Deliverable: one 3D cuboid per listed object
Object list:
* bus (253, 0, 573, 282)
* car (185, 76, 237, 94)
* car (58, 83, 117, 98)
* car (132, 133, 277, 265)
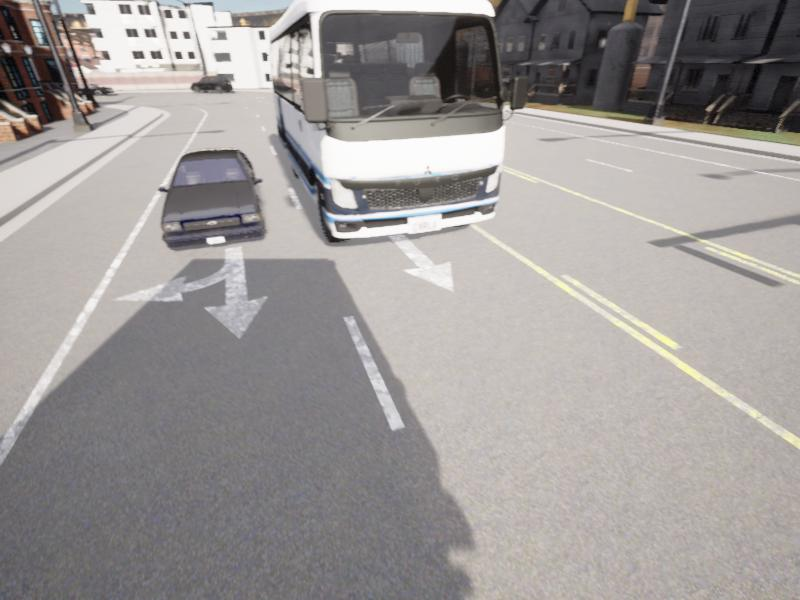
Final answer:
[{"bbox_3d":[-1.091,-4.917,10.172,3.944,4.253,10.273,-11,32,-16],"label":"bus"},{"bbox_3d":[-24.900,-28.404,52.818,5.566,2.045,2.150,5,31,10],"label":"car"},{"bbox_3d":[-39.230,-26.416,50.355,5.357,1.411,2.033,-7,31,-11],"label":"car"},{"bbox_3d":[-4.239,-2.682,9.255,2.033,1.411,5.357,-11,32,-16],"label":"car"}]
